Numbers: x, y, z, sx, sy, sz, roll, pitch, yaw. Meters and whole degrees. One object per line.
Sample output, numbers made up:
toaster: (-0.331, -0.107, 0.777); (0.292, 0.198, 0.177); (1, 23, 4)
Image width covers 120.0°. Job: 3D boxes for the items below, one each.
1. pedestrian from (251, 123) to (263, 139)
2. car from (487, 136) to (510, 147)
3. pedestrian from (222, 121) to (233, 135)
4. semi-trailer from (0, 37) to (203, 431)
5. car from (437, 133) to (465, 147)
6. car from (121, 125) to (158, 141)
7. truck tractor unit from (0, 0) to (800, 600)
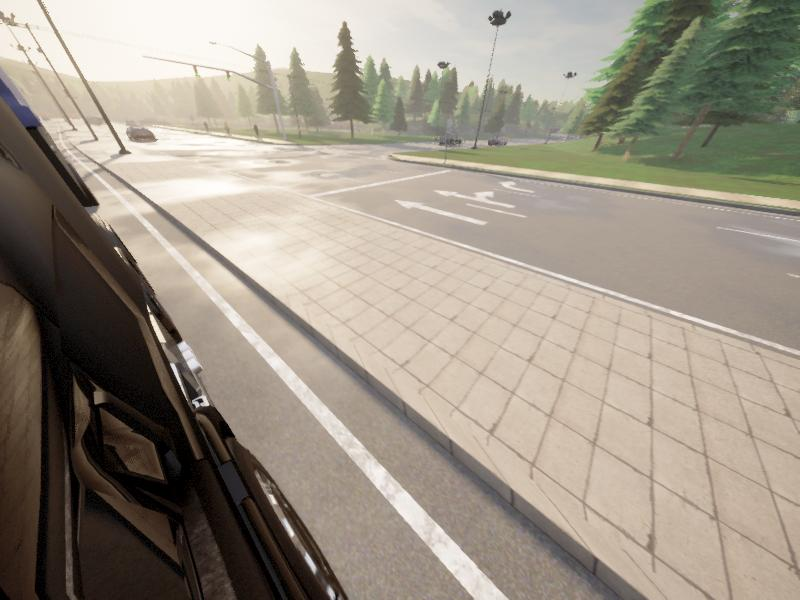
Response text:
pedestrian: (-20.357, -24.000, 32.820); (0.751, 1.860, 0.751); (30, 45, 32)
car: (18.484, -29.834, 43.333); (2.038, 1.542, 4.974); (29, 44, 31)
pedestrian: (-29.122, -28.920, 38.932); (0.751, 1.860, 0.751); (30, 45, 32)
semi-trailer: (-8.758, -3.542, 4.200); (14.254, 4.402, 2.717); (27, 43, 29)
car: (8.405, -26.467, 38.189); (2.033, 1.649, 4.856); (29, 44, 31)
car: (-30.583, -19.642, 27.129); (4.181, 1.385, 1.994); (28, 44, 30)
truck tractor unit: (-2.645, -0.295, 0.351); (6.516, 4.208, 3.053); (28, 44, 30)
